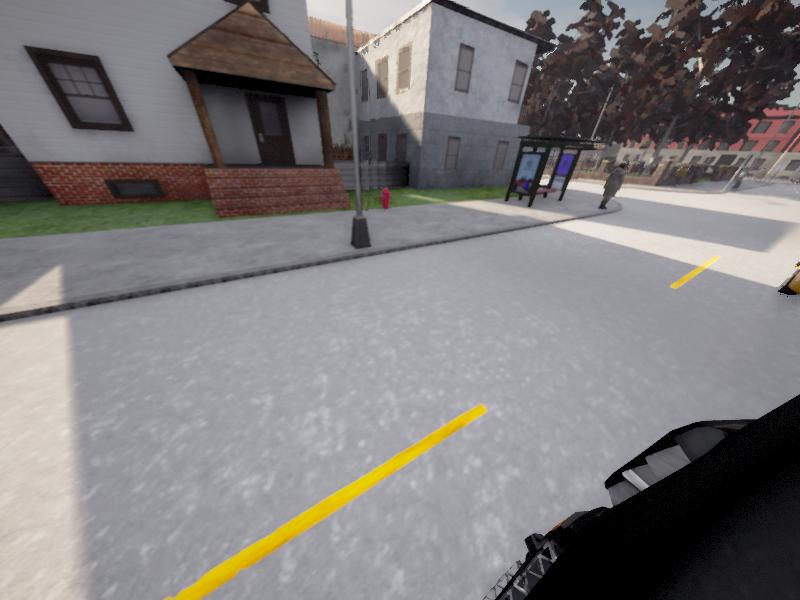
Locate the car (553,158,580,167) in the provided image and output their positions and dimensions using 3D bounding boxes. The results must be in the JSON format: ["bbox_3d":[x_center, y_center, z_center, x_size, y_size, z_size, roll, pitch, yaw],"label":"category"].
[{"bbox_3d":[42.837,-35.508,59.649,1.930,1.638,5.238,-16,38,-26],"label":"car"}]

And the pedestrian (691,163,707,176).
[{"bbox_3d":[51.744,-22.516,39.934,0.751,1.860,0.751,-15,37,-25],"label":"pedestrian"}]

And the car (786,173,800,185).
[{"bbox_3d":[64.244,-18.679,36.004,1.789,1.549,3.705,-16,38,-26],"label":"car"}]

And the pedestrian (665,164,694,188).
[{"bbox_3d":[24.939,-11.054,20.609,0.751,1.860,0.751,-17,38,-27],"label":"pedestrian"}]

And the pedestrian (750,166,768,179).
[{"bbox_3d":[63.552,-22.540,40.874,0.751,1.860,0.751,23,38,27],"label":"pedestrian"}]

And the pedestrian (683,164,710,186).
[{"bbox_3d":[29.868,-12.575,23.278,0.751,1.860,0.751,-17,38,-27],"label":"pedestrian"}]

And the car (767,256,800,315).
[{"bbox_3d":[9.600,-0.710,4.370,5.008,1.535,1.882,-16,38,-26],"label":"car"}]

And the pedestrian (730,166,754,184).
[{"bbox_3d":[41.560,-15.185,28.105,0.751,1.860,0.751,-14,37,-24],"label":"pedestrian"}]

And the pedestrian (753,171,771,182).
[{"bbox_3d":[53.906,-18.397,34.401,0.751,1.300,0.751,-4,34,-11],"label":"pedestrian"}]

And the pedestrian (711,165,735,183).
[{"bbox_3d":[39.390,-15.350,28.188,0.751,1.860,0.751,-16,38,-26],"label":"pedestrian"}]

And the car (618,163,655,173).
[{"bbox_3d":[50.228,-28.098,49.232,2.128,1.511,4.902,-16,38,-26],"label":"car"}]

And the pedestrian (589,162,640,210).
[{"bbox_3d":[9.724,-5.187,10.571,0.751,1.860,0.751,-1,34,-6],"label":"pedestrian"}]

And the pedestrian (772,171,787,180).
[{"bbox_3d":[66.066,-21.632,40.206,0.751,1.300,0.751,30,42,35],"label":"pedestrian"}]
